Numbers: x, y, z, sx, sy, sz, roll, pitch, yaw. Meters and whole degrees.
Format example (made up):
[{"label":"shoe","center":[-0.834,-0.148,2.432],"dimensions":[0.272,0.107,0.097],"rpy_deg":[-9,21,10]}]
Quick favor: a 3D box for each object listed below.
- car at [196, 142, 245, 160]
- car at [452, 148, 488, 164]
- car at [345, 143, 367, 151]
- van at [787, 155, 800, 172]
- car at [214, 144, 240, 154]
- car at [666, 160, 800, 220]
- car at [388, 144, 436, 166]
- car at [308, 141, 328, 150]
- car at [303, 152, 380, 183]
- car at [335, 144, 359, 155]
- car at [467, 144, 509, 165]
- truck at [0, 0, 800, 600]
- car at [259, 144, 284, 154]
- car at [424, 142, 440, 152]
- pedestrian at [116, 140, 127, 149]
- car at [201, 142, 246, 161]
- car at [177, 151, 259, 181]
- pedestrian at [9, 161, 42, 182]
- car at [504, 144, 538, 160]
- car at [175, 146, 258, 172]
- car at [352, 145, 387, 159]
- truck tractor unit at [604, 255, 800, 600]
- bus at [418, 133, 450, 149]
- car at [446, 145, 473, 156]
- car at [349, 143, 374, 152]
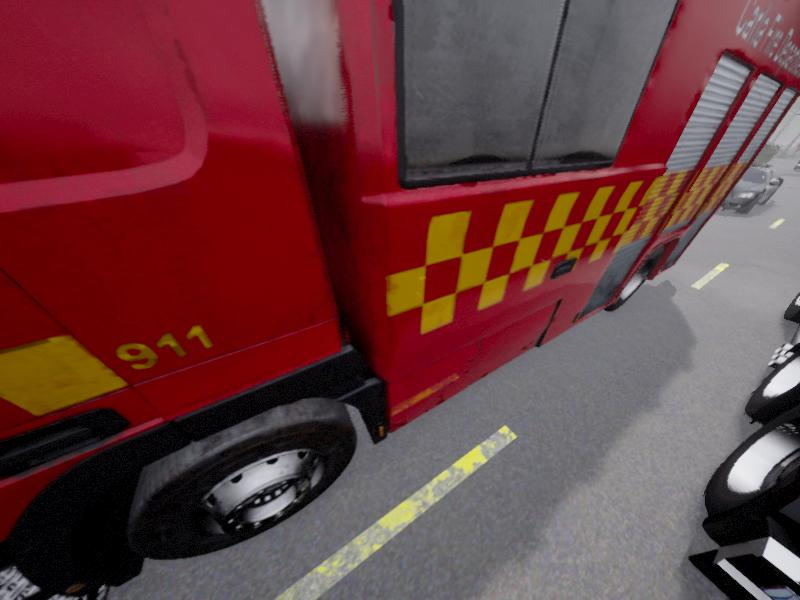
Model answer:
[{"label":"car","center":[-23.589,-19.812,30.589],"dimensions":[4.605,1.855,1.932],"rpy_deg":[-18,39,-25]},{"label":"car","center":[8.581,-17.770,28.382],"dimensions":[3.806,1.475,1.970],"rpy_deg":[-18,39,-25]},{"label":"car","center":[-10.373,-36.276,54.775],"dimensions":[4.514,1.523,2.007],"rpy_deg":[-18,39,-25]},{"label":"van","center":[39.775,-13.420,21.868],"dimensions":[4.480,2.038,2.069],"rpy_deg":[-19,39,-23]},{"label":"car","center":[-32.846,-28.828,43.948],"dimensions":[3.633,1.501,1.845],"rpy_deg":[-18,39,-25]},{"label":"car","center":[13.846,-4.724,9.555],"dimensions":[4.974,1.542,2.038],"rpy_deg":[-18,39,-24]},{"label":"car","center":[1.280,-15.552,24.674],"dimensions":[4.605,1.855,1.932],"rpy_deg":[-18,39,-25]},{"label":"car","center":[-23.151,-43.770,65.383],"dimensions":[4.605,1.855,1.932],"rpy_deg":[-19,39,-25]},{"label":"car","center":[-3.863,-9.098,15.711],"dimensions":[4.514,1.523,2.007],"rpy_deg":[-18,39,-25]},{"label":"car","center":[-9.395,-26.702,40.993],"dimensions":[3.633,1.501,1.845],"rpy_deg":[-18,39,-25]},{"label":"car","center":[9.732,-16.182,25.614],"dimensions":[3.866,1.878,1.905],"rpy_deg":[-18,39,-25]},{"label":"truck","center":[0.762,-1.379,2.632],"dimensions":[8.468,3.827,2.891],"rpy_deg":[-18,39,-24]},{"label":"car","center":[-24.936,-29.457,44.936],"dimensions":[3.806,1.475,1.970],"rpy_deg":[-18,39,-25]},{"label":"car","center":[7.731,-37.181,56.160],"dimensions":[1.905,1.878,3.866],"rpy_deg":[-18,39,-24]},{"label":"pedestrian","center":[-66.124,-36.964,54.928],"dimensions":[0.751,1.860,0.751],"rpy_deg":[-16,38,-22]},{"label":"car","center":[-21.767,-18.508,28.694],"dimensions":[3.866,1.878,1.905],"rpy_deg":[-18,39,-25]},{"label":"car","center":[-11.797,-8.958,15.329],"dimensions":[3.806,1.475,1.970],"rpy_deg":[-18,39,-25]},{"label":"pedestrian","center":[-22.990,-7.903,14.199],"dimensions":[0.500,1.100,0.500],"rpy_deg":[-24,42,-31]},{"label":"car","center":[18.367,-22.591,35.287],"dimensions":[1.905,1.878,3.866],"rpy_deg":[-18,39,-24]},{"label":"car","center":[-15.313,-12.109,19.688],"dimensions":[5.027,1.636,2.152],"rpy_deg":[-18,39,-25]},{"label":"car","center":[-4.391,-21.759,33.895],"dimensions":[4.514,1.523,2.007],"rpy_deg":[-18,39,-25]},{"label":"truck tractor unit","center":[5.092,-0.320,0.801],"dimensions":[6.516,4.208,3.053],"rpy_deg":[-19,39,-25]},{"label":"bus","center":[11.516,-54.198,78.564],"dimensions":[10.273,4.253,3.944],"rpy_deg":[-19,39,-25]},{"label":"car","center":[11.520,-29.296,45.092],"dimensions":[2.033,1.649,4.856],"rpy_deg":[-18,39,-24]},{"label":"car","center":[-8.745,-34.745,52.573],"dimensions":[5.027,1.636,2.152],"rpy_deg":[-18,39,-25]}]
